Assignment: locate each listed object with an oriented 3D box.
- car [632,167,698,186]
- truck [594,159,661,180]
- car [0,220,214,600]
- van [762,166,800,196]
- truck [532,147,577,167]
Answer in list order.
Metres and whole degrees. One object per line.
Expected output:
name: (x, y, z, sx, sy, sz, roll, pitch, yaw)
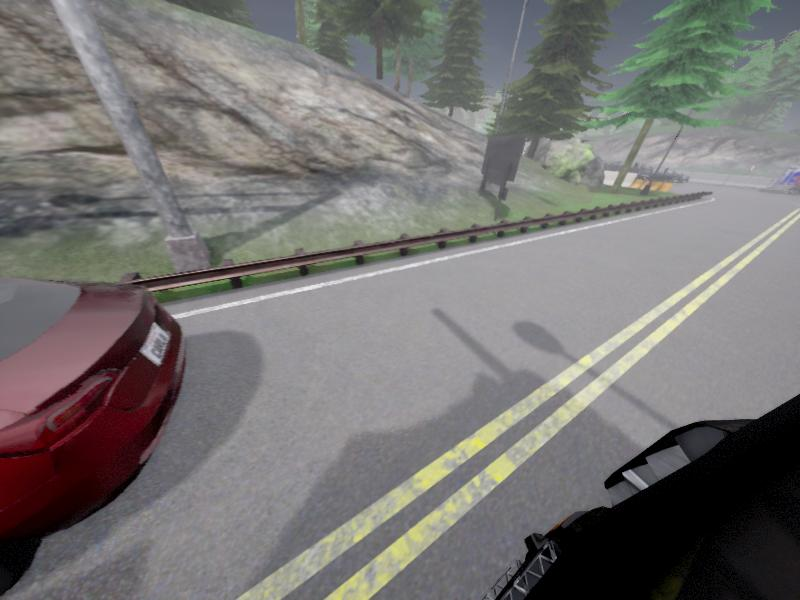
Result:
car: (32.441, -15.316, 28.474, 2.128, 1.511, 4.902, -17, 38, -27)
truck: (32.778, -19.086, 33.636, 2.390, 2.098, 6.274, -16, 38, -27)
car: (-3.968, 0.967, 0.849, 4.792, 1.488, 2.163, -16, 38, -26)
van: (41.104, -11.175, 22.092, 2.351, 2.431, 6.366, -16, 38, -27)
truck: (39.034, -36.537, 58.791, 2.891, 3.827, 8.468, -16, 38, -27)
